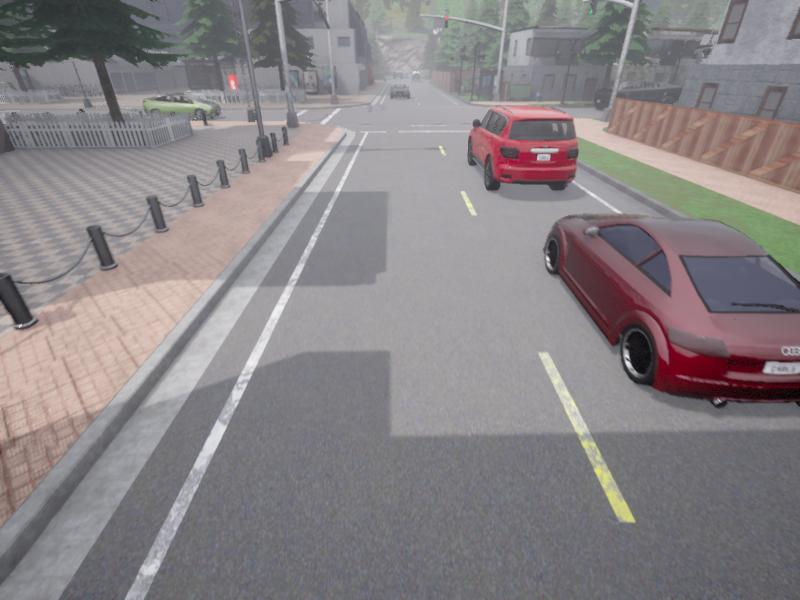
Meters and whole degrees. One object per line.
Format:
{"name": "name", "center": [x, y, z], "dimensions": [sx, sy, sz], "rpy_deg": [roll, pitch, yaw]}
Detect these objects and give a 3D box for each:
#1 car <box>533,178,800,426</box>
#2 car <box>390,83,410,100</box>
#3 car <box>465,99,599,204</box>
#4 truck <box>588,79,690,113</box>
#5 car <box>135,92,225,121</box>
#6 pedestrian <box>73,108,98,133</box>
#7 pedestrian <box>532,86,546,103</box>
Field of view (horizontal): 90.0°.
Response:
{"name": "car", "center": [3.502, -0.421, 5.369], "dimensions": [1.994, 1.385, 4.181], "rpy_deg": [0, 30, 0]}
{"name": "car", "center": [0.004, -22.612, 43.317], "dimensions": [1.994, 1.385, 4.181], "rpy_deg": [0, 30, 0]}
{"name": "car", "center": [3.501, -4.750, 12.101], "dimensions": [2.150, 2.045, 5.566], "rpy_deg": [0, 30, 0]}
{"name": "truck", "center": [18.336, -15.812, 30.931], "dimensions": [6.274, 2.098, 2.390], "rpy_deg": [-4, 31, -7]}
{"name": "car", "center": [-14.230, -12.670, 26.188], "dimensions": [4.514, 1.525, 2.007], "rpy_deg": [-1, 30, -2]}
{"name": "pedestrian", "center": [-15.473, -8.851, 19.720], "dimensions": [0.500, 1.100, 0.500], "rpy_deg": [-4, 31, -7]}
{"name": "pedestrian", "center": [12.485, -18.498, 35.965], "dimensions": [0.751, 1.300, 0.751], "rpy_deg": [25, 38, 35]}
